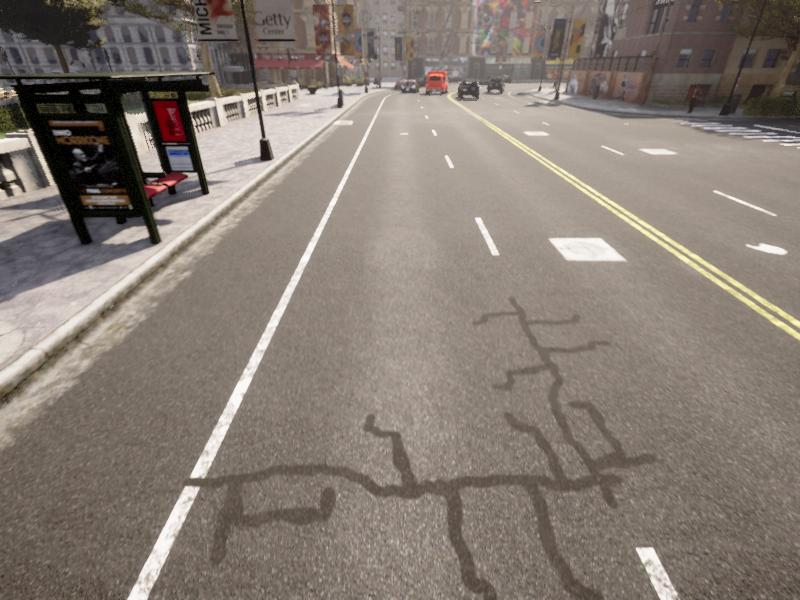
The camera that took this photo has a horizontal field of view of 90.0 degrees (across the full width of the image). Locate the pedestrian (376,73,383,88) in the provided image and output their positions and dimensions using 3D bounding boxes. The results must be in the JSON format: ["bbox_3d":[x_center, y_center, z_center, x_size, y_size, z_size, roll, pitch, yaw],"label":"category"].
[{"bbox_3d":[-3.076,-32.512,59.307,0.751,1.860,0.751,15,34,25],"label":"pedestrian"}]

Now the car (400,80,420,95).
[{"bbox_3d":[1.270,-26.821,50.403,1.970,1.475,3.806,5,31,8],"label":"car"}]

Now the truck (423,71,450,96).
[{"bbox_3d":[4.421,-26.237,48.335,2.627,2.467,5.204,5,31,8],"label":"truck"}]

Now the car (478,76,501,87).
[{"bbox_3d":[15.596,-38.252,69.858,2.007,1.525,4.514,20,36,31],"label":"car"}]

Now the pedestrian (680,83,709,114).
[{"bbox_3d":[19.942,-13.646,27.096,0.751,1.860,0.751,-12,33,-20],"label":"pedestrian"}]

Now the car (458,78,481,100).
[{"bbox_3d":[7.325,-22.542,42.616,1.932,1.855,4.605,2,30,3],"label":"car"}]

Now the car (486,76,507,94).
[{"bbox_3d":[12.524,-27.830,51.647,1.932,1.855,4.605,10,32,16],"label":"car"}]

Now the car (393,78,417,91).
[{"bbox_3d":[0.720,-31.384,58.129,2.002,1.452,4.674,10,32,17],"label":"car"}]
